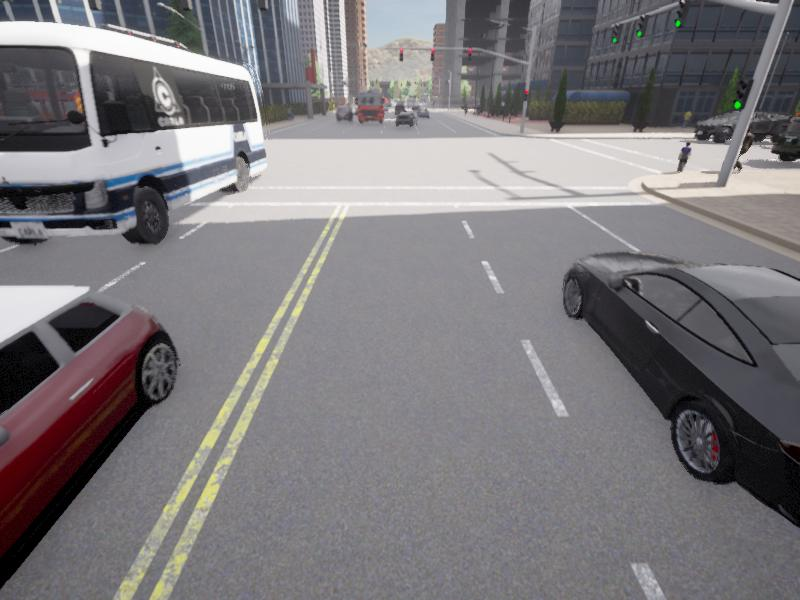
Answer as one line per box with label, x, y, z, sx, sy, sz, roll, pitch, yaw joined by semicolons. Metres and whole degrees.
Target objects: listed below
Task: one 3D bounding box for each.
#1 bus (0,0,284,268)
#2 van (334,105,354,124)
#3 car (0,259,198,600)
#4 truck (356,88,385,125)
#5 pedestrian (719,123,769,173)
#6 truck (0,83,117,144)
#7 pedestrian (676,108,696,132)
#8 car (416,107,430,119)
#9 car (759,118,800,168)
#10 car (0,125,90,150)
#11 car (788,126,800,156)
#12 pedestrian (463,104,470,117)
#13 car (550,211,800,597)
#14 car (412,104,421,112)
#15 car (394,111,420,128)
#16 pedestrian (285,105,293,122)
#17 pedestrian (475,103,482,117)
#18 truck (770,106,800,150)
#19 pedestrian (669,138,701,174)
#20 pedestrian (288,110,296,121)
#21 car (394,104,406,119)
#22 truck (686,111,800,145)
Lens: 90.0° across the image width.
bus;-6.887;-4.728;11.327;3.944;4.253;10.273;0;25;0
van;-7.003;-23.352;50.349;1.775;1.987;4.442;0;27;0
car;-3.507;1.076;2.960;1.970;1.475;3.806;0;27;0
truck;-3.508;-24.046;49.684;2.891;3.827;8.468;0;27;0
pedestrian;14.293;-6.325;16.674;0.751;1.860;0.751;-6;28;-12
truck;-26.113;-13.383;28.755;8.468;3.827;2.891;0;27;1
pedestrian;25.862;-16.275;36.172;0.751;1.860;0.751;-15;31;-27
car;3.498;-29.356;62.756;1.970;1.475;3.806;0;27;0
car;21.467;-7.604;19.363;5.566;2.045;2.150;0;27;0
car;-23.548;-10.652;26.183;4.718;1.301;1.895;0;27;1
car;25.615;-8.941;22.565;4.974;1.542;2.038;0;27;1
pedestrian;10.141;-29.043;61.264;0.751;1.860;0.751;-2;27;-5
car;3.493;0.321;4.479;1.812;1.442;4.674;0;27;0
car;3.501;-41.268;86.005;1.882;1.535;5.008;0;27;0
car;0.837;-20.113;44.528;1.837;1.490;4.892;5;27;11
pedestrian;-14.071;-23.637;50.656;0.751;1.860;0.751;-5;27;-9
pedestrian;12.195;-29.472;62.105;0.751;1.860;0.751;0;27;-1
truck;27.780;-10.934;25.452;5.204;2.467;2.627;1;27;0
pedestrian;11.822;-5.976;16.606;0.751;1.300;0.751;18;32;31
pedestrian;-13.985;-23.872;51.733;0.751;1.300;0.751;-3;27;-5
car;0.000;-29.300;62.137;1.905;1.878;3.866;0;27;0
truck;24.765;-12.378;28.680;6.274;2.098;2.390;0;27;1
